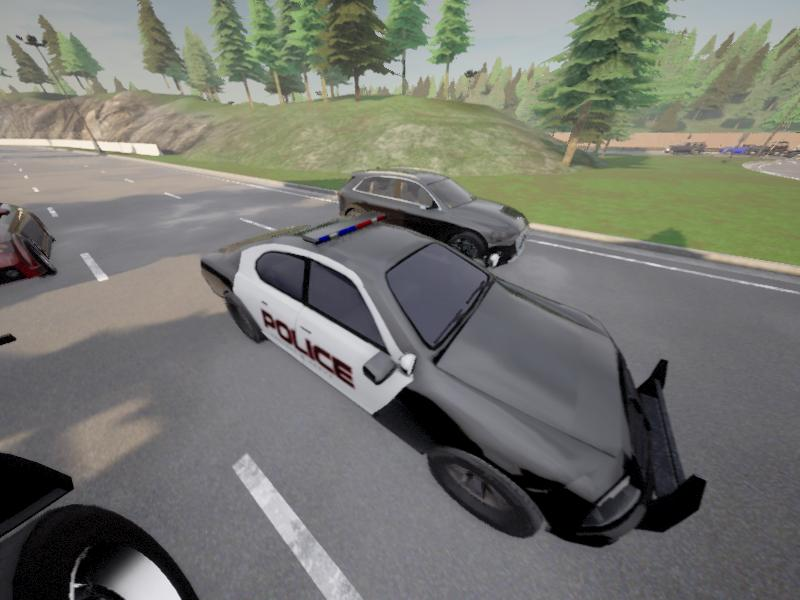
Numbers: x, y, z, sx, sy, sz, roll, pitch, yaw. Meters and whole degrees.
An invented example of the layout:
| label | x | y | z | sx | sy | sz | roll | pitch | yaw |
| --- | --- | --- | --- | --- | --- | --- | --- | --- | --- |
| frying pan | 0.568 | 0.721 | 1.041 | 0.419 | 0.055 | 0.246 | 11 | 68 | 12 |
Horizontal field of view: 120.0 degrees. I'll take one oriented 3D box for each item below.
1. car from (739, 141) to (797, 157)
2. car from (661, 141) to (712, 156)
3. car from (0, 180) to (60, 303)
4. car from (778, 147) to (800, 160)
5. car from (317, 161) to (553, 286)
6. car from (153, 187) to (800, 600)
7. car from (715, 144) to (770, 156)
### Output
| label | x | y | z | sx | sy | sz | roll | pitch | yaw |
| --- | --- | --- | --- | --- | --- | --- | --- | --- | --- |
| car | 55.443 | -22.866 | 34.977 | 3.866 | 1.878 | 1.905 | 21 | 40 | 29 |
| car | 45.687 | -24.337 | 37.017 | 4.605 | 1.855 | 1.932 | 22 | 41 | 28 |
| car | -8.423 | -1.120 | 4.249 | 4.181 | 1.385 | 1.994 | 26 | 43 | 32 |
| car | 52.893 | -18.757 | 29.609 | 4.181 | 1.385 | 1.994 | 22 | 41 | 28 |
| car | 0.543 | -2.226 | 5.645 | 4.856 | 1.649 | 2.033 | 22 | 41 | 28 |
| car | -0.179 | -0.014 | 2.596 | 4.974 | 1.542 | 2.038 | 22 | 41 | 28 |
| car | 56.290 | -24.798 | 38.106 | 4.514 | 1.525 | 2.007 | 22 | 41 | 28 |
